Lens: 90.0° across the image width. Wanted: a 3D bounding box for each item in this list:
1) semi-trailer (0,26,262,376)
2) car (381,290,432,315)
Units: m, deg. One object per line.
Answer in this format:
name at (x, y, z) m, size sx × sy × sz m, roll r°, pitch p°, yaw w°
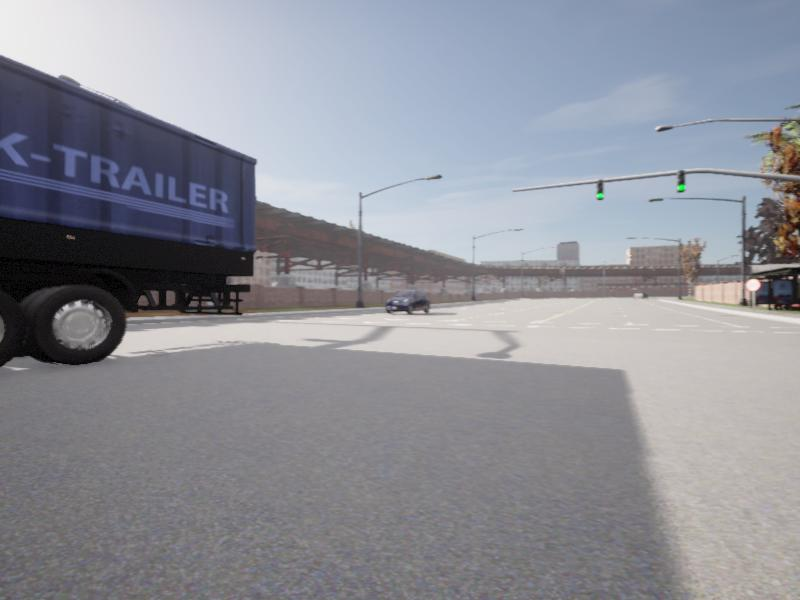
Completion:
semi-trailer at (-7.570, -1.251, 3.119) m, size 2.717 × 4.402 × 14.254 m, roll 0°, pitch 0°, yaw 28°
car at (0.506, 0.140, 25.806) m, size 1.845 × 1.501 × 3.633 m, roll 0°, pitch 1°, yaw 28°
